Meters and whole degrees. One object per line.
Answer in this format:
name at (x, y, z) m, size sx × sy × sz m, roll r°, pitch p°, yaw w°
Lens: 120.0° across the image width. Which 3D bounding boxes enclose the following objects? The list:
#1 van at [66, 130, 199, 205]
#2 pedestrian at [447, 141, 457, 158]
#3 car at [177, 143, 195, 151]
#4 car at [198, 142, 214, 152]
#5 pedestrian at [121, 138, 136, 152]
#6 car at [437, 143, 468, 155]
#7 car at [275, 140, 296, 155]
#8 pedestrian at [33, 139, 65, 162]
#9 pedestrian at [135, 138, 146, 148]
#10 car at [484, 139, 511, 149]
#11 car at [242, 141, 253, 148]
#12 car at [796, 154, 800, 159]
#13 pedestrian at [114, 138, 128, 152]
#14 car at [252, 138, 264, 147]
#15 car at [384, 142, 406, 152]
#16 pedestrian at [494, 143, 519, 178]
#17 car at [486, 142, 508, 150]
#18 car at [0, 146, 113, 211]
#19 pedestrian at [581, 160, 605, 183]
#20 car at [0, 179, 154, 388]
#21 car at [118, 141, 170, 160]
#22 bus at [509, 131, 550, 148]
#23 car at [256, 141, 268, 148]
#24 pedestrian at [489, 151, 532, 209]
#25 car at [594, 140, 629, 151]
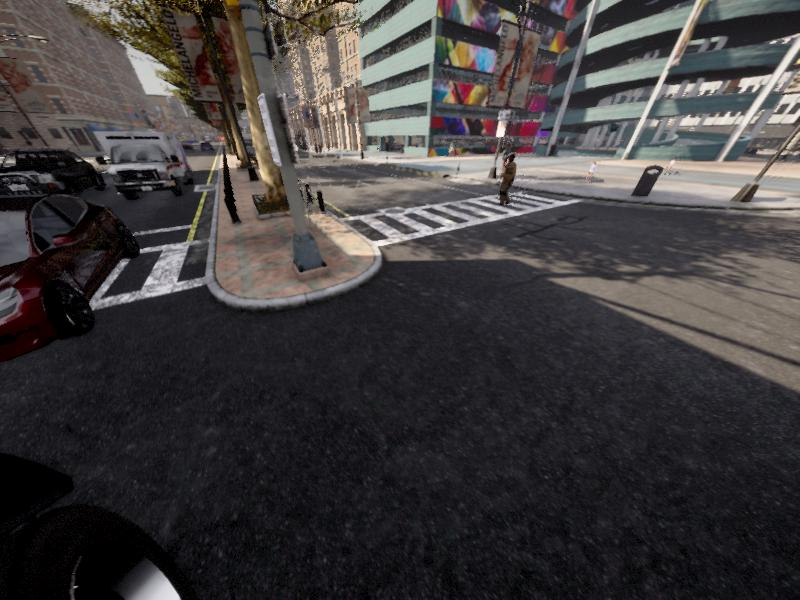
van at (-12.175, -6.746, 11.362) m, size 2.351 × 2.431 × 6.366 m, roll -20°, pitch 40°, yaw -26°
pedestrian at (6.770, -19.748, 30.247) m, size 0.751 × 1.860 × 0.751 m, roll 27°, pitch 43°, yaw 33°
car at (-42.536, -30.526, 46.012) m, size 1.895 × 1.301 × 4.718 m, roll -20°, pitch 40°, yaw -26°
car at (-37.734, -29.944, 45.099) m, size 1.812 × 1.442 × 4.674 m, roll -20°, pitch 40°, yaw -26°
pedestrian at (-46.027, -26.279, 39.136) m, size 0.751 × 1.860 × 0.751 m, roll -20°, pitch 40°, yaw -27°
car at (8.642, -25.134, 38.349) m, size 2.128 × 1.511 × 4.902 m, roll -20°, pitch 40°, yaw -26°
car at (-19.108, -25.393, 38.381) m, size 1.932 × 1.855 × 4.605 m, roll -20°, pitch 40°, yaw -26°
pedestrian at (-33.832, -14.418, 22.316) m, size 0.751 × 1.860 × 0.751 m, roll -19°, pitch 40°, yaw -26°
pedestrian at (-56.502, -34.174, 50.313) m, size 0.751 × 1.860 × 0.751 m, roll -22°, pitch 41°, yaw -29°
car at (24.294, -39.114, 57.816) m, size 2.435 × 2.045 × 5.566 m, roll -20°, pitch 40°, yaw -26°
car at (-39.564, -40.328, 59.847) m, size 1.837 × 1.490 × 4.892 m, roll -20°, pitch 40°, yaw -26°
car at (58.777, -20.055, 31.705) m, size 2.007 × 1.525 × 4.514 m, roll 10°, pitch 36°, yaw 14°
pedestrian at (-46.745, -25.961, 38.676) m, size 0.751 × 1.860 × 0.751 m, roll -28°, pitch 44°, yaw -34°
car at (-42.528, -47.079, 68.986) m, size 2.150 × 2.045 × 5.566 m, roll -20°, pitch 40°, yaw -26°
car at (-0.999, -29.524, 44.602) m, size 2.161 × 1.482 × 4.786 m, roll -20°, pitch 40°, yaw -26°
pedestrian at (6.750, -8.872, 14.733) m, size 0.751 × 1.860 × 0.751 m, roll -12°, pitch 37°, yaw -17°
car at (24.261, -38.821, 58.081) m, size 2.007 × 1.523 × 4.514 m, roll -20°, pitch 40°, yaw -26°
car at (-15.051, -5.392, 9.884) m, size 1.932 × 1.855 × 4.605 m, roll -19°, pitch 40°, yaw -26°
pedestrian at (11.098, -7.394, 13.323) m, size 0.500 × 1.100 × 0.500 m, roll -13°, pitch 37°, yaw -18°
car at (-6.085, -0.663, 3.558) m, size 2.163 × 1.488 × 4.792 m, roll -20°, pitch 40°, yaw -27°
car at (-31.056, -18.189, 28.084) m, size 4.553 × 1.767 × 2.097 m, roll 13°, pitch 37°, yaw 17°
bus at (41.113, -51.337, 73.801) m, size 3.944 × 4.253 × 10.273 m, roll -20°, pitch 40°, yaw -26°
car at (-37.335, -42.018, 62.372) m, size 1.970 × 1.475 × 3.806 m, roll -20°, pitch 40°, yaw -26°
pedestrian at (4.194, -4.628, 8.925) m, size 0.751 × 1.860 × 0.751 m, roll -15°, pitch 38°, yaw -21°
car at (51.059, -37.377, 55.903) m, size 2.150 × 2.045 × 5.566 m, roll -17°, pitch 39°, yaw -23°
